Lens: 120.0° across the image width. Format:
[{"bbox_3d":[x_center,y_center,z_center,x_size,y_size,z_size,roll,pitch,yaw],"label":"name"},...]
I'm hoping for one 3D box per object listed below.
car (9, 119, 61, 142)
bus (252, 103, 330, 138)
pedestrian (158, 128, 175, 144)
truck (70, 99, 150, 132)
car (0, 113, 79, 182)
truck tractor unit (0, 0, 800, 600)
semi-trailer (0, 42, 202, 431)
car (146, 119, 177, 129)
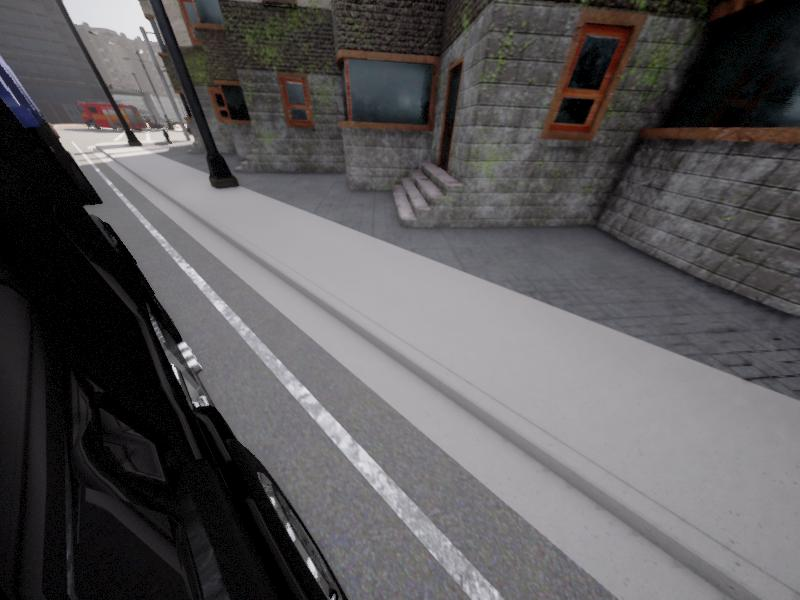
[{"bbox_3d":[-33.161,-15.550,21.151,4.674,1.442,1.812,31,45,32],"label":"car"},{"bbox_3d":[-17.687,-29.881,38.617,10.273,4.253,3.944,-2,37,-5],"label":"bus"},{"bbox_3d":[-20.251,-14.194,20.053,0.500,1.100,0.500,18,39,19],"label":"pedestrian"},{"bbox_3d":[-46.866,-29.890,37.509,8.468,3.827,2.891,9,37,8],"label":"truck"},{"bbox_3d":[-16.276,-6.624,9.830,5.566,2.045,2.150,27,43,31],"label":"car"},{"bbox_3d":[-2.645,-0.295,0.352,6.516,4.208,3.053,28,44,30],"label":"truck tractor unit"},{"bbox_3d":[-8.707,-3.597,4.221,14.254,4.402,2.717,28,44,30],"label":"semi-trailer"},{"bbox_3d":[-52.410,-38.804,50.985,2.038,1.542,4.974,-1,37,-5],"label":"car"}]
